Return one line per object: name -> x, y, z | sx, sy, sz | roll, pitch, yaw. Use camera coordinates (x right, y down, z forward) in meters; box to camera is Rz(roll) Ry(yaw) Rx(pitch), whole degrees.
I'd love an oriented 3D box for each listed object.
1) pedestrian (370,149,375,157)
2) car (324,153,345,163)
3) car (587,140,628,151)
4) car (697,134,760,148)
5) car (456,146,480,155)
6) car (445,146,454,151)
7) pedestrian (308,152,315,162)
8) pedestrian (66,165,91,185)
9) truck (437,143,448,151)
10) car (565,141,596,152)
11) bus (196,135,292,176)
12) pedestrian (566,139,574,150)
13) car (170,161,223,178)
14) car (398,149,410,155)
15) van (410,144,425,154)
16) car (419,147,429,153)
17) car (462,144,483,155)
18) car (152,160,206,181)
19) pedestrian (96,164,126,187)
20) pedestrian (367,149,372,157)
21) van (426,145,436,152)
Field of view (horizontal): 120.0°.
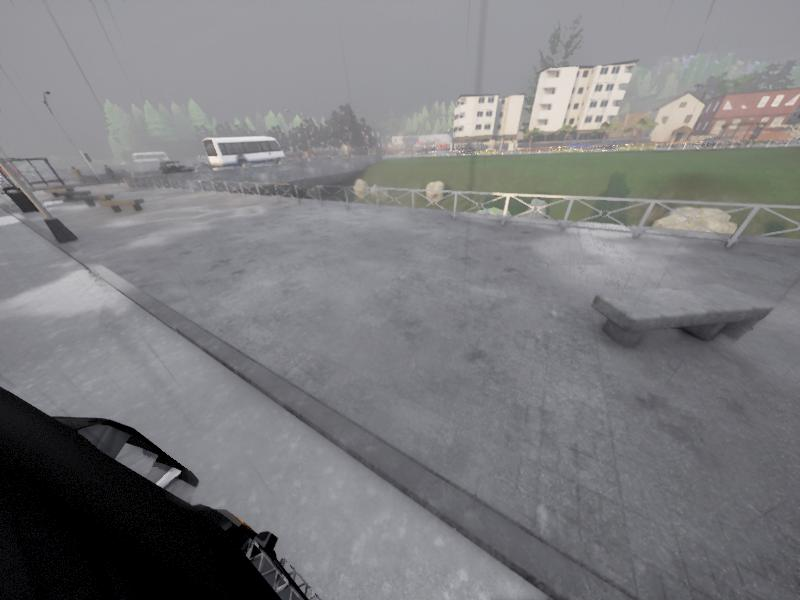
pedestrian -> -7.886, -42.134, 66.030 | 0.751, 1.860, 0.751 | 16, 38, 26
car -> -13.248, -28.827, 46.927 | 1.789, 1.549, 3.705 | 17, 38, 27
car -> 38.447, -28.778, 43.031 | 5.357, 1.411, 2.033 | 17, 38, 27
car -> 48.402, -23.512, 34.265 | 4.792, 1.488, 2.163 | 17, 38, 27
car -> 15.963, -35.331, 54.518 | 4.892, 1.490, 1.837 | 16, 38, 28
car -> 19.958, -61.355, 93.417 | 1.812, 1.442, 4.674 | 16, 38, 26
pedestrian -> -19.599, -31.698, 51.226 | 0.751, 1.860, 0.751 | 26, 43, 36
pedestrian -> -35.430, -13.772, 25.469 | 0.751, 1.860, 0.751 | -30, 42, -35
truck -> 17.891, -64.160, 96.868 | 2.627, 2.467, 5.204 | 16, 38, 26
car -> 32.922, -27.998, 42.207 | 4.193, 1.474, 1.816 | 17, 38, 27
bus -> -22.262, -21.443, 34.095 | 3.944, 4.253, 10.273 | 16, 40, 27
pedestrian -> 35.938, -32.894, 48.762 | 0.751, 1.860, 0.751 | 8, 35, 16
car -> -28.220, -18.248, 32.195 | 2.128, 1.511, 4.902 | 17, 39, 27
car -> 1.253, -47.270, 73.784 | 1.895, 1.301, 4.718 | 16, 38, 26
van -> 6.138, -52.576, 80.374 | 2.351, 2.431, 6.366 | 16, 38, 26
car -> 7.810, -49.439, 76.306 | 1.789, 1.549, 3.705 | 16, 38, 26
car -> 15.895, -32.965, 50.610 | 3.866, 1.878, 1.905 | 16, 38, 25
car -> -26.427, -15.663, 27.826 | 1.905, 1.878, 3.866 | 15, 37, 25
pedestrian -> -27.412, -11.848, 21.943 | 0.751, 1.860, 0.751 | 5, 34, 11
pedestrian -> -8.670, -42.156, 66.122 | 0.751, 1.860, 0.751 | 17, 38, 27
van -> 11.860, -58.028, 88.501 | 2.069, 2.038, 4.480 | 16, 38, 26
